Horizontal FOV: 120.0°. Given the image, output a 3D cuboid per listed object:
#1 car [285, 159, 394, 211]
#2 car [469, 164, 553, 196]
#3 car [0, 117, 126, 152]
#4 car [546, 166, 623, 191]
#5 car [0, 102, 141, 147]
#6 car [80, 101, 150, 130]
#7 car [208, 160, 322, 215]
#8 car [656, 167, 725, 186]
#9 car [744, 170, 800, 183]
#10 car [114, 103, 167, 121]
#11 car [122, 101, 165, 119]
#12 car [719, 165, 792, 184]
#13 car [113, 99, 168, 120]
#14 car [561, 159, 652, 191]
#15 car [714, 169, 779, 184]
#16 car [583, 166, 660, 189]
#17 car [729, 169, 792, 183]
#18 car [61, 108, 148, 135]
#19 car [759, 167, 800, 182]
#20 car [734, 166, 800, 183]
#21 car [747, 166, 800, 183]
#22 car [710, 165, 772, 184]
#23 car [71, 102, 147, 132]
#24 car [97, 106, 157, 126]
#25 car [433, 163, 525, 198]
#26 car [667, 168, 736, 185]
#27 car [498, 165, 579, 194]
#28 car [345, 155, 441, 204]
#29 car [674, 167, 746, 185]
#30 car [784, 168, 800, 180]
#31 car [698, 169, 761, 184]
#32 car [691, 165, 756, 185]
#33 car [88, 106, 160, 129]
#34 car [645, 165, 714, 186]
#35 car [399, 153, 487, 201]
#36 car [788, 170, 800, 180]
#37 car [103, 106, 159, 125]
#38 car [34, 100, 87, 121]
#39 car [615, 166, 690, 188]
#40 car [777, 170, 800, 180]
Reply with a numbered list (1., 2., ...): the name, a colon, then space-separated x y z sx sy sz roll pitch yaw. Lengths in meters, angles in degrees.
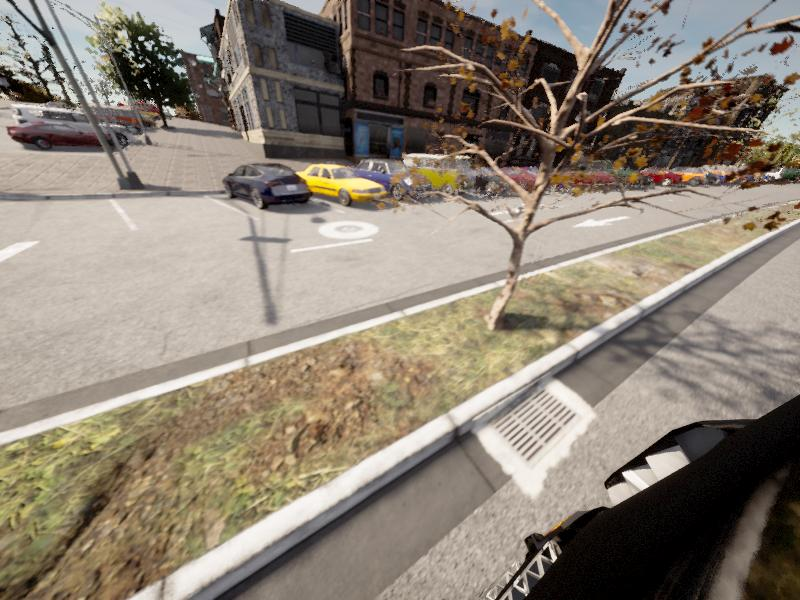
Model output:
1. car: -2.960 -5.571 10.847 5.366 1.575 1.946 26 39 32
2. car: 7.495 -8.429 16.031 4.674 1.452 2.002 27 40 33
3. car: -22.780 -11.254 15.824 2.002 1.452 4.674 28 40 24
4. car: 15.532 -10.456 19.695 4.674 1.452 2.002 28 41 34
5. car: -24.422 -13.152 17.553 2.435 2.045 5.566 28 40 24
6. car: -32.937 -21.348 26.886 1.878 1.987 4.442 29 40 24
7. car: -5.781 -4.978 9.817 4.792 1.488 2.163 26 40 32
8. car: 34.577 -14.897 27.752 2.231 1.521 4.892 -27 43 -37
9. car: 62.076 -20.684 38.569 2.163 1.488 4.792 -26 42 -37
10. car: -42.975 -31.212 38.497 1.946 1.575 5.366 27 40 24
11. car: -46.542 -34.523 42.015 2.185 1.767 4.553 27 39 24
12. car: 53.799 -19.212 35.230 2.435 2.045 5.566 -26 42 -37
13. car: -44.780 -32.966 40.067 2.435 2.045 5.566 28 40 23
14. car: 18.263 -11.353 20.725 5.566 2.045 2.435 28 40 34
15. car: 51.064 -18.415 34.281 2.097 1.535 5.008 -26 42 -37
16. car: 20.934 -11.802 22.059 5.008 1.535 2.097 28 40 35
17. car: 56.559 -19.569 36.427 2.097 1.535 5.008 -26 42 -37
18. car: -29.531 -17.902 23.329 2.231 1.521 4.892 28 40 24
19. car: 70.334 -22.650 41.638 2.435 2.045 5.566 -26 42 -37
20. car: 59.292 -20.364 37.375 2.435 2.045 5.566 -26 42 -36
21. car: 64.834 -21.499 39.494 2.435 2.045 5.566 -26 42 -37
22. car: 48.407 -17.981 33.017 1.878 1.987 4.442 -26 42 -37
23. car: -31.246 -19.689 25.000 1.878 1.987 4.442 28 40 24
24. car: -36.278 -24.500 30.898 2.002 1.452 4.674 28 40 24
25. car: 4.830 -7.774 14.773 4.892 1.521 2.231 27 40 33
26. car: 37.314 -15.506 28.873 2.097 1.535 5.008 -26 42 -37
27. car: 10.166 -9.118 17.272 4.674 1.452 2.002 27 40 34
28. car: -0.484 -6.476 12.184 4.553 1.767 2.185 26 39 32
29. car: 39.929 -16.166 30.064 1.946 1.575 5.366 -27 42 -37
30. car: 84.086 -25.543 46.998 2.435 2.045 5.566 -26 42 -36
31. car: 45.540 -17.243 32.159 2.163 1.488 4.792 -26 42 -37
32. car: 42.903 -16.820 30.857 1.878 1.987 4.442 -26 42 -37
33. car: -34.481 -22.955 29.116 1.946 1.575 5.366 28 40 24
34. car: 31.846 -14.394 26.559 4.553 1.767 2.185 29 42 35
35. car: 2.276 -7.217 13.325 4.442 1.987 1.878 26 40 33
36. car: 86.743 -25.986 48.292 1.946 1.575 5.366 -26 42 -36
37. car: -37.984 -26.154 32.777 2.002 1.452 4.674 28 40 24
38. car: -39.895 -22.419 27.340 2.128 1.511 4.902 -18 44 -31
39. car: 26.367 -13.065 24.371 5.008 1.535 2.097 29 41 35
40. car: 78.567 -24.168 44.992 2.097 1.535 5.008 -26 42 -37
